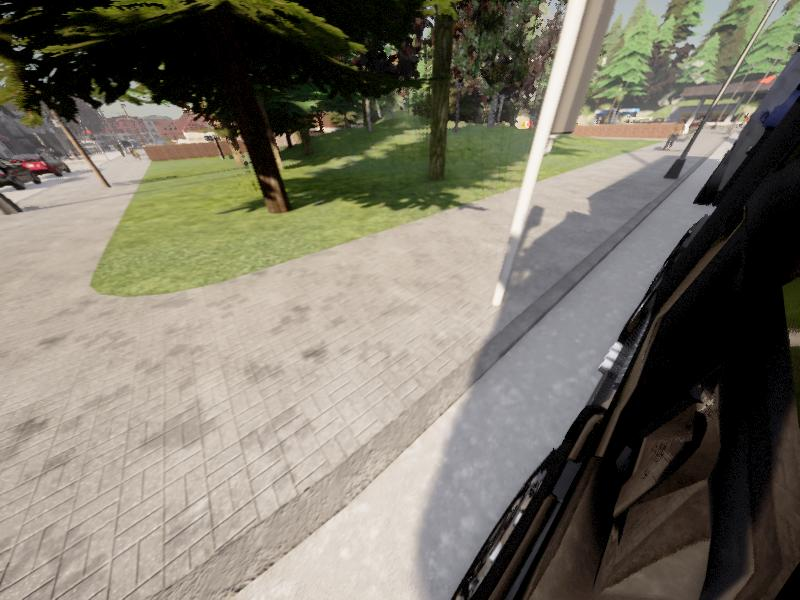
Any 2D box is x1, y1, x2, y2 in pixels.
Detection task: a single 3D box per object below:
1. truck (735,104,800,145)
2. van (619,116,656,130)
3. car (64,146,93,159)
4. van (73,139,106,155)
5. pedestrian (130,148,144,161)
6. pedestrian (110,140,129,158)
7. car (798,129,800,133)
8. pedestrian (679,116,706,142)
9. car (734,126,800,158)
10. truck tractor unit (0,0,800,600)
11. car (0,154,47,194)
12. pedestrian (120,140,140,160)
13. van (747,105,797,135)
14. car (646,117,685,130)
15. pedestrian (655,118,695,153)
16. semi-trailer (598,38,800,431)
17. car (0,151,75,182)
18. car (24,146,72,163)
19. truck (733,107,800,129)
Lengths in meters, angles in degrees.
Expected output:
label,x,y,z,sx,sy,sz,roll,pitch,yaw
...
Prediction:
label,x,y,z,sx,sy,sz,roll,pitch,yaw
truck,30.990,-14.555,19.194,5.204,2.467,2.627,-27,44,-30
van,47.613,-35.429,46.375,2.069,2.038,4.480,-27,43,-29
car,-54.752,-25.195,39.400,1.816,1.474,4.193,-28,44,-30
van,-62.593,-30.989,46.764,2.351,2.431,6.366,-28,44,-30
pedestrian,-29.071,-16.088,25.559,0.500,1.100,0.500,-26,43,-28
pedestrian,-37.421,-20.168,30.832,0.751,1.860,0.751,-25,43,-27
car,47.229,-19.647,25.808,4.974,1.542,2.038,-28,44,-30
pedestrian,26.575,-15.529,21.021,0.751,1.860,0.751,28,46,34
car,22.864,-9.814,14.250,4.181,1.385,1.994,-28,44,-30
truck tractor unit,2.645,-0.295,0.351,6.516,4.208,3.053,-28,44,-30
car,-23.216,-7.317,13.345,1.851,1.617,3.988,-28,44,-30
pedestrian,-31.830,-17.734,27.274,0.751,1.860,0.751,30,47,35
van,43.850,-21.305,27.375,5.915,2.561,1.988,-28,44,-30
car,47.532,-31.651,41.472,1.905,1.878,3.866,-25,43,-27
pedestrian,18.383,-11.019,15.483,0.751,1.860,0.751,-15,39,-16
semi-trailer,8.670,-3.617,4.266,14.254,4.402,2.717,-28,44,-30
car,-27.275,-10.226,17.514,2.007,1.525,4.514,-29,44,-31
car,-48.306,-20.101,31.828,1.789,1.549,3.705,-17,39,-19
truck,54.951,-27.066,34.472,2.627,2.467,5.204,5,37,7
